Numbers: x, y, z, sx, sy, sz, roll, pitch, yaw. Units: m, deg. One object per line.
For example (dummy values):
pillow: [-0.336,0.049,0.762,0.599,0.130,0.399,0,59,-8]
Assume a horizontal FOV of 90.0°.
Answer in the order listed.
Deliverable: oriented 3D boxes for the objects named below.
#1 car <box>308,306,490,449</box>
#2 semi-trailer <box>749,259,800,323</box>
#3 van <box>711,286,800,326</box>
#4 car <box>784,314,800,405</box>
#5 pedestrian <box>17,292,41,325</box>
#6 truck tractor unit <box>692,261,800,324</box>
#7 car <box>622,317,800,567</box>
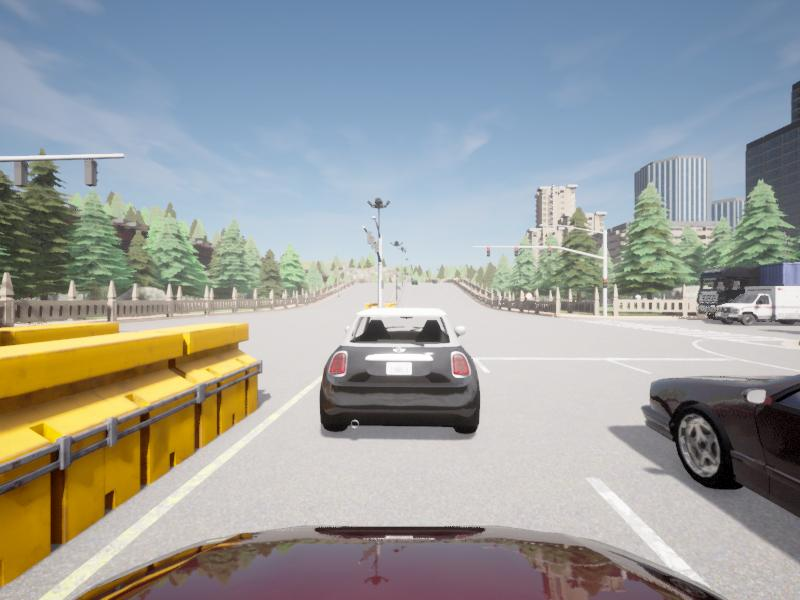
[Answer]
car: [0.069,0.853,6.213,1.970,1.475,3.806,0,0,3]
semi-trailer: [33.332,-0.617,28.441,14.254,4.402,2.717,0,0,2]
van: [23.782,0.378,25.292,6.366,2.431,2.351,0,0,2]
car: [6.991,0.907,4.212,1.994,1.385,4.181,0,0,2]
pedestrian: [-21.605,0.485,23.306,0.751,1.860,0.751,0,0,4]
truck tractor unit: [25.423,-0.515,28.729,6.516,4.208,3.053,0,0,2]
car: [3.389,0.894,1.761,2.033,1.411,5.357,0,0,2]
